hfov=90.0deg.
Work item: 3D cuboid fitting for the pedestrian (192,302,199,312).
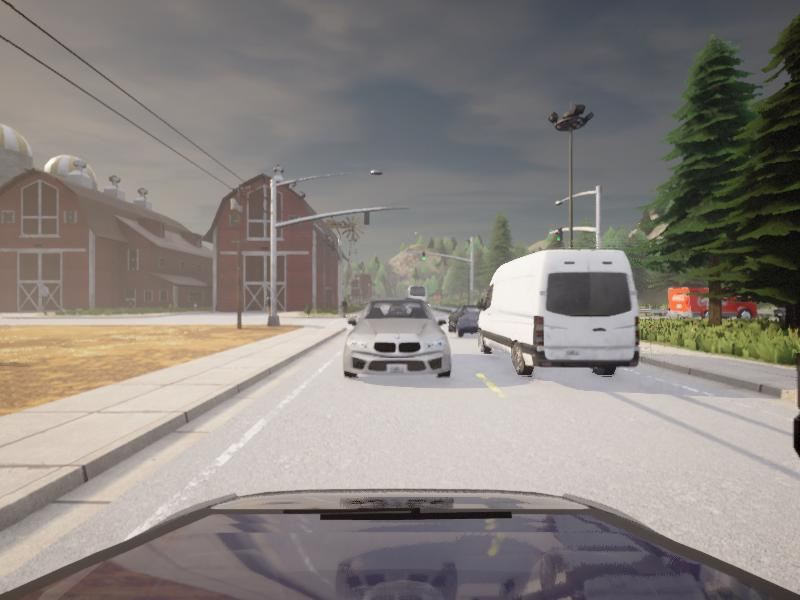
[{"bbox_3d":[-21.572,0.743,42.190,0.500,1.100,0.500,0,0,12],"label":"pedestrian"}]

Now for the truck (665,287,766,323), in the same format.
[{"bbox_3d":[22.524,0.343,28.739,5.204,2.467,2.627,0,0,-1],"label":"truck"}]

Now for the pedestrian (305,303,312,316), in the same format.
[{"bbox_3d":[-8.072,0.858,35.331,0.500,1.100,0.500,0,0,-34],"label":"pedestrian"}]

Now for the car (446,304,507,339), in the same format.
[{"bbox_3d":[3.392,0.918,18.612,1.994,1.385,4.181,0,0,0],"label":"car"}]

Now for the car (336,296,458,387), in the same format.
[{"bbox_3d":[-0.065,0.761,9.676,2.242,1.667,4.611,0,0,0],"label":"car"}]

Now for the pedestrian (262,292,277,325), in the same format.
[{"bbox_3d":[-7.390,0.475,22.648,0.751,1.860,0.751,0,0,-20],"label":"pedestrian"}]

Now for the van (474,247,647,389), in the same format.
[{"bbox_3d":[3.442,0.328,10.161,1.988,2.561,5.915,0,0,0],"label":"van"}]

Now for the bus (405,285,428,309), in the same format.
[{"bbox_3d":[2.965,-0.491,75.363,3.944,4.253,10.273,0,0,0],"label":"bus"}]

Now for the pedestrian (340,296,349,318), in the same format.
[{"bbox_3d":[-4.743,0.630,34.264,0.751,1.860,0.751,0,0,-2],"label":"pedestrian"}]
